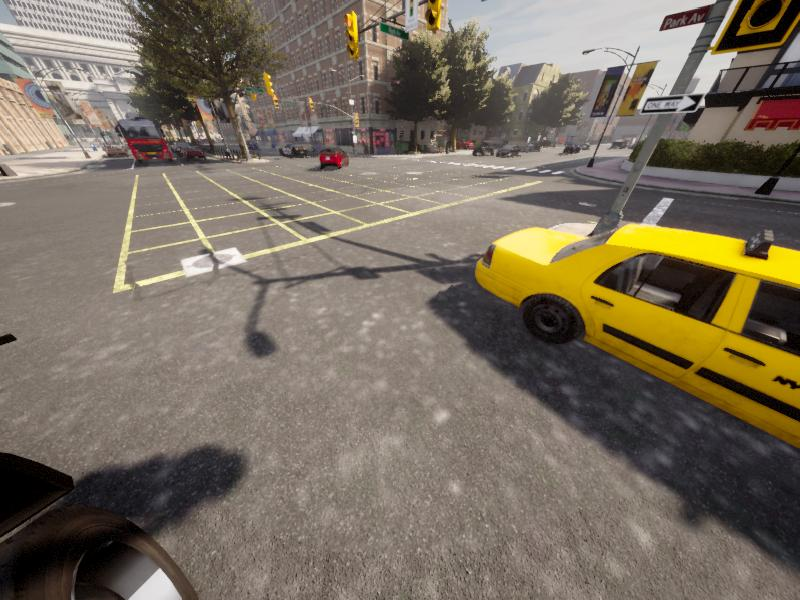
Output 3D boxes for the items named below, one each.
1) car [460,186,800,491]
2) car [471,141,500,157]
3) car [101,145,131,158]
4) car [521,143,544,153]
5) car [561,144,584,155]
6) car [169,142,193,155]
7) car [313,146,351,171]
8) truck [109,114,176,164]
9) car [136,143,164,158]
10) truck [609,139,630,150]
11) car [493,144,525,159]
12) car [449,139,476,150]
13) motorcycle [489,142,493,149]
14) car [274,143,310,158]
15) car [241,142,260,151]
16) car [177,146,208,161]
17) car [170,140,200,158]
[{"bbox_3d":[3.398,0.203,2.282,1.801,1.575,5.366,-24,42,-30],"label":"car"},{"bbox_3d":[12.525,-22.226,33.933,3.866,1.878,1.905,-27,43,-32],"label":"car"},{"bbox_3d":[-36.837,-19.373,30.036,1.895,1.301,4.718,-28,44,-34],"label":"car"},{"bbox_3d":[24.914,-28.566,43.420,4.674,1.442,1.812,-28,44,-34],"label":"car"},{"bbox_3d":[28.842,-25.190,38.579,3.633,1.501,1.845,-28,44,-34],"label":"car"},{"bbox_3d":[-32.921,-22.725,34.677,1.970,1.475,3.806,-27,44,-33],"label":"car"},{"bbox_3d":[-5.815,-12.562,20.395,2.007,1.525,4.514,0,35,0],"label":"car"},{"bbox_3d":[-27.249,-17.094,24.681,2.891,3.827,8.468,-28,44,-34],"label":"truck"},{"bbox_3d":[-32.422,-19.416,29.981,1.970,1.475,3.806,-28,44,-34],"label":"car"},{"bbox_3d":[56.388,-39.958,59.258,6.274,2.098,2.390,-28,44,-34],"label":"truck"},{"bbox_3d":[15.253,-20.748,32.202,4.892,1.490,1.837,-28,44,-34],"label":"car"},{"bbox_3d":[14.071,-35.466,52.621,2.150,2.045,5.566,-26,43,-32],"label":"car"},{"bbox_3d":[22.553,-38.274,57.107,0.764,1.277,2.356,2,34,20],"label":"motorcycle"},{"bbox_3d":[-15.131,-20.973,32.269,4.974,1.542,2.038,25,42,31],"label":"car"},{"bbox_3d":[-29.626,-30.423,45.665,1.812,1.442,4.674,-28,44,-34],"label":"car"},{"bbox_3d":[-24.264,-17.156,26.988,1.895,1.301,4.718,-28,44,-34],"label":"car"},{"bbox_3d":[-28.927,-20.319,31.013,2.097,1.767,4.553,-28,44,-34],"label":"car"}]
